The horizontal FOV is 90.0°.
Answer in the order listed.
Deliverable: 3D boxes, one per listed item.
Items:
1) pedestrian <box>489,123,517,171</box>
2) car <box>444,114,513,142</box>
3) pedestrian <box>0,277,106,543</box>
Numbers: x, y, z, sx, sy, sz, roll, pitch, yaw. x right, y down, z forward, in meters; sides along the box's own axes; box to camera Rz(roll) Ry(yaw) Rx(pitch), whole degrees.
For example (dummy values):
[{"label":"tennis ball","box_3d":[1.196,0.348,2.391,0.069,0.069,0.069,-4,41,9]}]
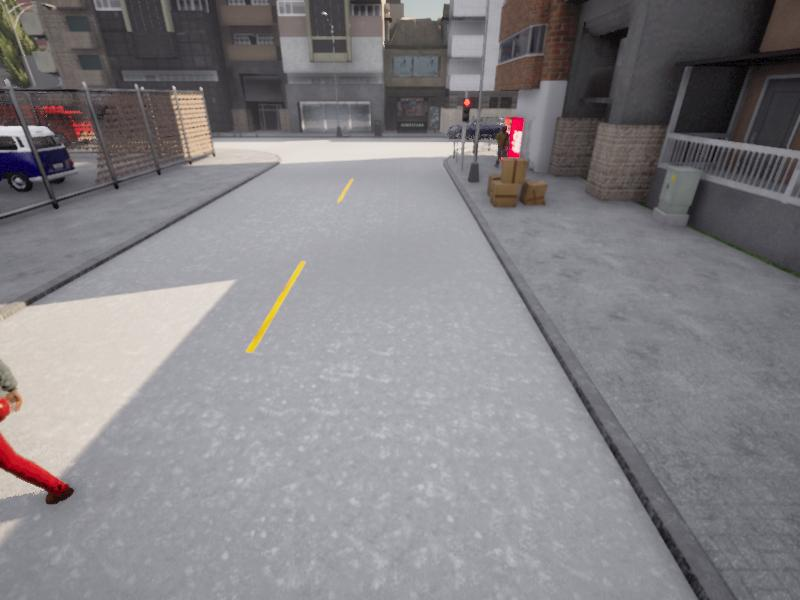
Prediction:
[{"label":"pedestrian","box_3d":[4.435,-6.615,17.260,0.751,1.860,0.751,-3,27,-6]},{"label":"car","box_3d":[5.756,-12.860,29.850,4.553,1.767,2.097,-1,27,-2]},{"label":"pedestrian","box_3d":[-3.093,0.834,2.938,0.751,1.860,0.751,1,27,1]}]
